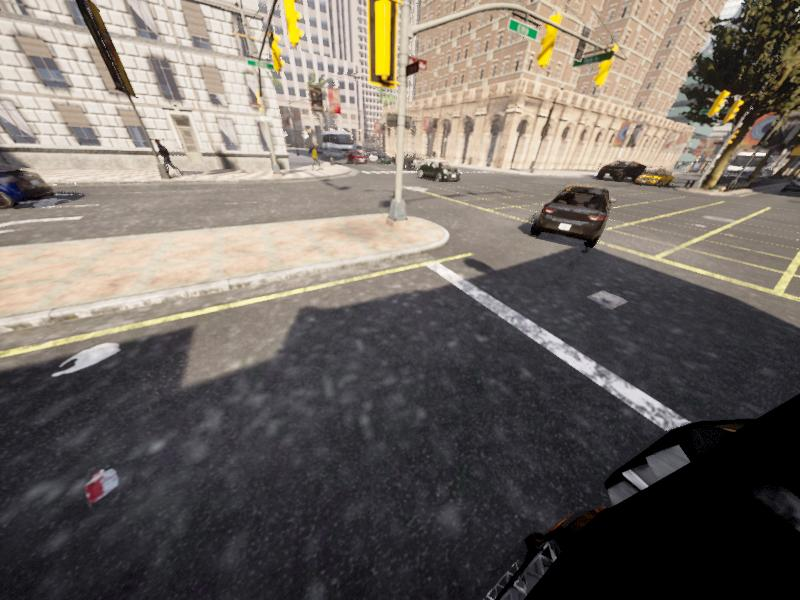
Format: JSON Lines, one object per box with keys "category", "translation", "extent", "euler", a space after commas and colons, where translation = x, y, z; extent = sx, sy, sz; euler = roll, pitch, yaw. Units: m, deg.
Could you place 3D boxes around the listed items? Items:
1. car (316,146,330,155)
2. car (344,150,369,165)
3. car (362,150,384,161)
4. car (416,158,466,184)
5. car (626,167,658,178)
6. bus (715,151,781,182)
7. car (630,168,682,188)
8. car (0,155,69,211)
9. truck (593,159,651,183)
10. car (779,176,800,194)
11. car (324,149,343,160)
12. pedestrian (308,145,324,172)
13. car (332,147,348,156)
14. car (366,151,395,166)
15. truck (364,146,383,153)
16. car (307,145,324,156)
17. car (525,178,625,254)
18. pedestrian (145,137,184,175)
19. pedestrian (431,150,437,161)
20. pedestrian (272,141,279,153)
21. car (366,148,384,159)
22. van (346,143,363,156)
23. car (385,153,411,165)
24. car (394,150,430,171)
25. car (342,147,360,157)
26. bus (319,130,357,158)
{"category": "car", "translation": [-18.624, -36.241, 55.876], "extent": [2.007, 1.525, 4.514], "euler": [-16, 38, -26]}
{"category": "car", "translation": [-6.155, -19.889, 32.237], "extent": [1.812, 1.442, 4.674], "euler": [-16, 38, -26]}
{"category": "car", "translation": [-5.016, -26.438, 42.277], "extent": [2.033, 1.411, 5.357], "euler": [-16, 38, -26]}
{"category": "car", "translation": [3.243, -10.685, 19.069], "extent": [1.970, 1.475, 3.806], "euler": [-16, 38, -26]}
{"category": "car", "translation": [38.381, -20.275, 36.626], "extent": [4.718, 1.301, 1.895], "euler": [-16, 38, -26]}
{"category": "bus", "translation": [62.151, -23.810, 41.264], "extent": [10.273, 4.253, 3.944], "euler": [-16, 38, -26]}
{"category": "car", "translation": [26.801, -12.815, 24.142], "extent": [5.366, 1.575, 1.801], "euler": [-15, 38, -26]}
{"category": "car", "translation": [-14.006, -3.496, 6.876], "extent": [4.181, 1.385, 1.994], "euler": [-16, 38, -26]}
{"category": "truck", "translation": [25.819, -14.984, 26.870], "extent": [6.274, 2.098, 2.390], "euler": [-15, 38, -26]}
{"category": "car", "translation": [44.063, -12.544, 25.253], "extent": [3.806, 1.475, 1.970], "euler": [-16, 38, -26]}
{"category": "car", "translation": [-11.481, -25.071, 39.766], "extent": [1.895, 1.301, 4.718], "euler": [-16, 38, -26]}
{"category": "pedestrian", "translation": [-6.982, -11.807, 19.254], "extent": [0.751, 1.860, 0.751], "euler": [-27, 44, -37]}
{"category": "car", "translation": [-14.451, -35.857, 55.738], "extent": [2.033, 1.411, 5.357], "euler": [-15, 38, -26]}
{"category": "car", "translation": [-2.886, -20.532, 33.407], "extent": [2.038, 1.542, 4.974], "euler": [-16, 38, -26]}
{"category": "truck", "translation": [-9.709, -54.627, 83.856], "extent": [6.274, 2.098, 2.390], "euler": [-15, 38, -26]}
{"category": "car", "translation": [-17.896, -31.702, 48.924], "extent": [2.242, 1.667, 4.611], "euler": [-15, 37, -26]}
{"category": "car", "translation": [5.984, -3.076, 7.795], "extent": [1.816, 1.474, 4.193], "euler": [26, 40, 30]}
{"category": "pedestrian", "translation": [-13.802, -8.441, 13.601], "extent": [0.751, 1.860, 0.751], "euler": [-8, 35, -16]}
{"category": "pedestrian", "translation": [6.765, -28.462, 45.568], "extent": [0.751, 1.860, 0.751], "euler": [-6, 35, -14]}
{"category": "pedestrian", "translation": [-23.303, -28.494, 43.132], "extent": [0.751, 1.860, 0.751], "euler": [-13, 37, -23]}
{"category": "car", "translation": [-5.289, -30.764, 48.436], "extent": [2.097, 1.767, 4.553], "euler": [-16, 38, -26]}
{"category": "van", "translation": [-11.102, -36.894, 56.536], "extent": [1.988, 2.561, 5.915], "euler": [-16, 38, -26]}
{"category": "car", "translation": [-0.460, -21.871, 35.838], "extent": [1.895, 1.301, 4.718], "euler": [-16, 38, -26]}
{"category": "car", "translation": [1.305, -16.576, 27.451], "extent": [1.932, 1.855, 4.605], "euler": [-16, 38, -26]}
{"category": "car", "translation": [-10.697, -32.187, 50.292], "extent": [2.152, 1.651, 5.027], "euler": [-15, 38, -26]}
{"category": "bus", "translation": [-12.664, -31.521, 46.740], "extent": [3.944, 4.253, 10.273], "euler": [-16, 38, -26]}
